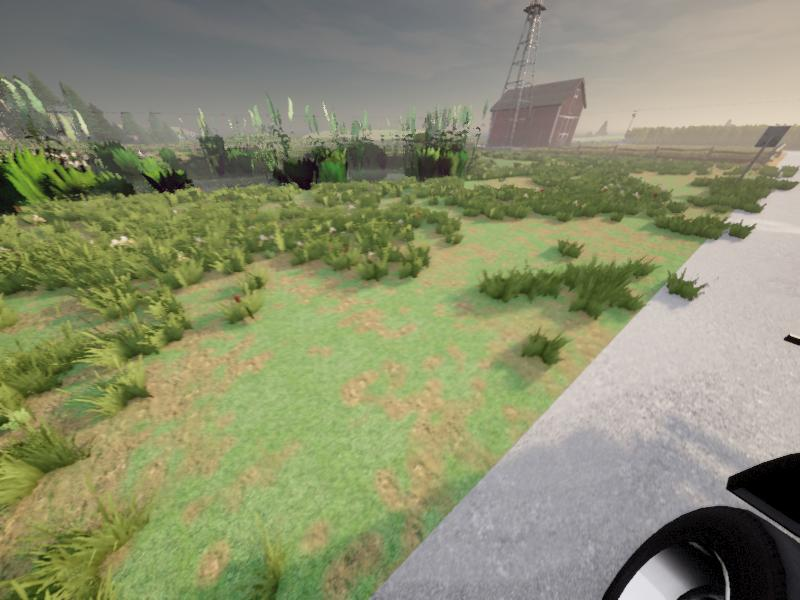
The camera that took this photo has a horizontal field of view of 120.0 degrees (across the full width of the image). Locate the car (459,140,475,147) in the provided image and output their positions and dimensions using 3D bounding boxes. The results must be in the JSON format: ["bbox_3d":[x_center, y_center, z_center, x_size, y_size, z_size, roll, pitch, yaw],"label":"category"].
[{"bbox_3d":[19.069,-44.491,65.609,3.806,1.475,1.970,-18,39,-23],"label":"car"}]

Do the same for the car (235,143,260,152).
[{"bbox_3d":[-30.339,-30.440,46.025,3.806,1.475,1.970,-18,39,-23],"label":"car"}]

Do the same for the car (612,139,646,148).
[{"bbox_3d":[52.064,-35.706,52.711,2.038,1.542,4.974,-22,41,-28],"label":"car"}]
